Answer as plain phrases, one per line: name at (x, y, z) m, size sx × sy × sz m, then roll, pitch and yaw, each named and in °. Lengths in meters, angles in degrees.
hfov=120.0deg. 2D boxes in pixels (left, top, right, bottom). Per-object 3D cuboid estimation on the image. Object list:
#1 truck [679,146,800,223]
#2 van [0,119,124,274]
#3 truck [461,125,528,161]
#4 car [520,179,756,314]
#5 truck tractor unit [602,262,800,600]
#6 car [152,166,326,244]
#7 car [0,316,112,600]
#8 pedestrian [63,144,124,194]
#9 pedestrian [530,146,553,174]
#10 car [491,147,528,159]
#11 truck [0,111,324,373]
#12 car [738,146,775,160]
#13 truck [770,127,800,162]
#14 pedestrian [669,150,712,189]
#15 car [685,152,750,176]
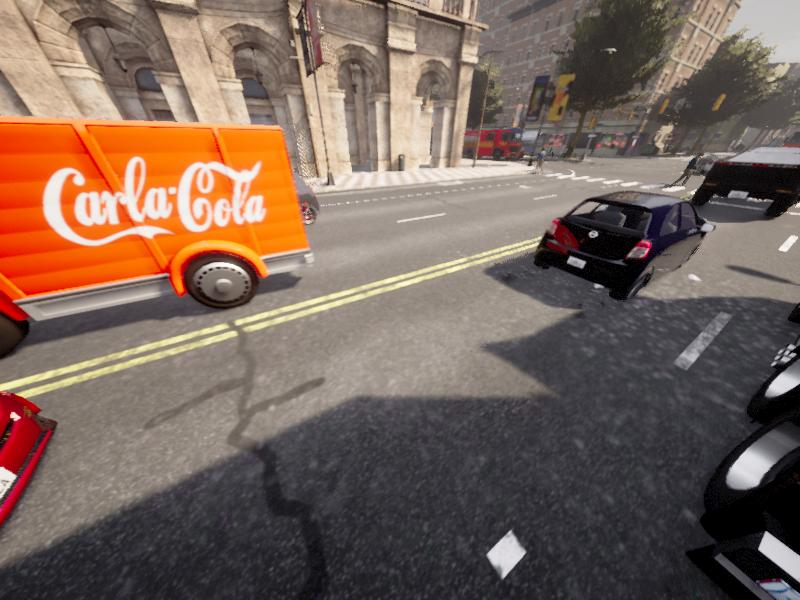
truck at (14.829, -4.953, 9.397) m, size 6.274 × 2.098 × 2.390 m, roll -18°, pitch 39°, yaw -25°
van at (-10.049, -1.626, 4.036) m, size 5.915 × 2.561 × 1.988 m, roll -18°, pitch 39°, yaw -24°
truck at (12.991, -22.418, 32.973) m, size 2.891 × 3.827 × 8.468 m, roll -18°, pitch 39°, yaw -24°
car at (4.624, -1.360, 4.652) m, size 3.633 × 1.501 × 1.845 m, roll -18°, pitch 39°, yaw -25°
truck tractor unit at (5.105, -0.307, 0.784) m, size 6.516 × 4.208 × 3.053 m, roll -19°, pitch 39°, yaw -24°
car at (-4.421, -3.030, 6.982) m, size 3.633 × 1.501 × 1.845 m, roll -18°, pitch 39°, yaw -24°
car at (-4.467, 1.596, 0.336) m, size 4.514 × 1.525 × 2.007 m, roll -18°, pitch 39°, yaw -24°
pedestrian at (-13.717, -5.893, 10.424) m, size 0.751 × 1.860 × 0.751 m, roll -21°, pitch 40°, yaw -28°
pedestrian at (11.347, -11.225, 18.543) m, size 0.751 × 1.860 × 0.751 m, roll -19°, pitch 39°, yaw -26°
car at (16.319, -22.072, 34.716) m, size 1.895 × 1.301 × 4.718 m, roll -18°, pitch 39°, yaw -24°
truck at (-4.318, -1.141, 3.445) m, size 5.204 × 2.467 × 2.627 m, roll -18°, pitch 39°, yaw -24°
car at (54.297, -22.408, 35.198) m, size 5.238 × 1.638 × 1.930 m, roll -19°, pitch 39°, yaw -25°
truck at (57.228, -21.955, 32.660) m, size 8.468 × 3.827 × 2.891 m, roll -18°, pitch 39°, yaw -25°
pedestrian at (16.466, -7.429, 13.138) m, size 0.751 × 1.860 × 0.751 m, roll -28°, pitch 44°, yaw -34°
car at (26.739, -11.657, 19.673) m, size 1.970 × 1.475 × 3.806 m, roll 21°, pitch 40°, yaw 27°
